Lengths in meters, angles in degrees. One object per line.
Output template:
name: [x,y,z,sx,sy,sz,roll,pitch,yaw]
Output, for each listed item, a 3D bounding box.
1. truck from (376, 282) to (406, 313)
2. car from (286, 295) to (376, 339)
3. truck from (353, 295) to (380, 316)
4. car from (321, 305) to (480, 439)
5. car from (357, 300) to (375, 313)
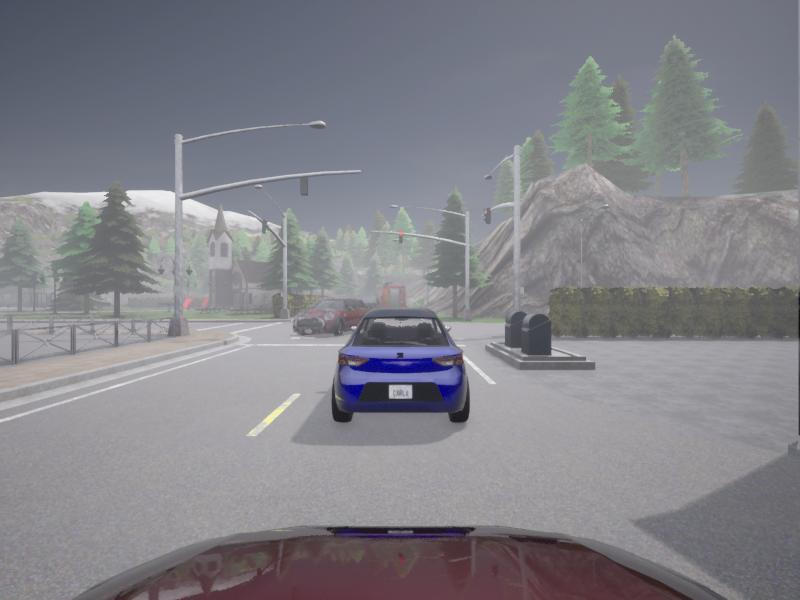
truck: [-1.337,-0.321,53.158,2.891,3.827,8.468,0,0,-9]
car: [-3.011,0.694,18.653,2.097,1.767,4.553,0,0,21]
truck: [-3.439,0.542,42.504,2.390,2.098,6.274,0,0,0]
car: [0.012,0.854,6.661,1.816,1.474,4.193,0,0,0]
car: [-4.307,0.771,50.661,1.930,1.638,5.238,0,0,-9]
